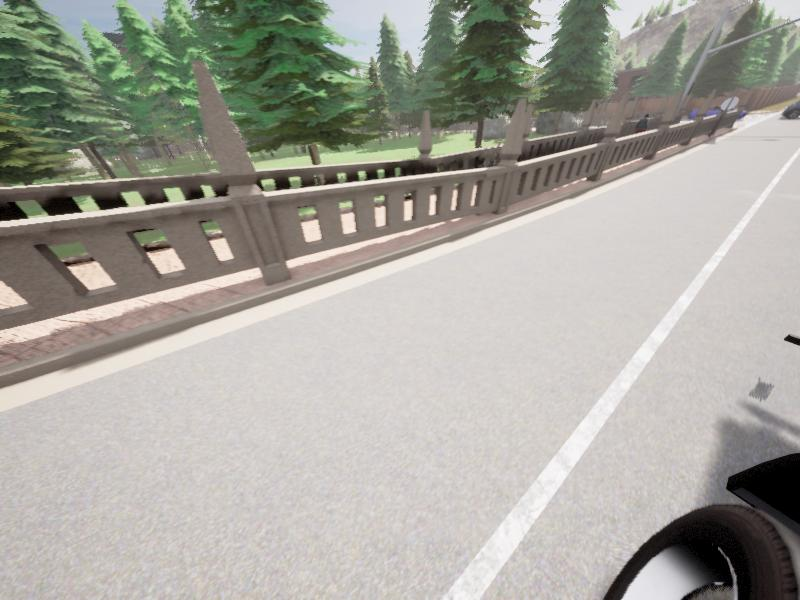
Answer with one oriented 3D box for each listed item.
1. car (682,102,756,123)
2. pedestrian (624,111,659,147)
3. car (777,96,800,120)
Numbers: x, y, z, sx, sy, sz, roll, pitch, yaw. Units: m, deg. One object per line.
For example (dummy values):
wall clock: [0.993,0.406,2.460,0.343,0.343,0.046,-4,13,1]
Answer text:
car: [36.096,-21.275,26.291,2.007,1.525,4.514,-27,43,-26]
pedestrian: [15.869,-11.248,15.244,0.751,1.860,0.751,-24,42,-23]
car: [40.642,-18.514,21.989,2.097,1.767,4.553,-33,46,-31]
